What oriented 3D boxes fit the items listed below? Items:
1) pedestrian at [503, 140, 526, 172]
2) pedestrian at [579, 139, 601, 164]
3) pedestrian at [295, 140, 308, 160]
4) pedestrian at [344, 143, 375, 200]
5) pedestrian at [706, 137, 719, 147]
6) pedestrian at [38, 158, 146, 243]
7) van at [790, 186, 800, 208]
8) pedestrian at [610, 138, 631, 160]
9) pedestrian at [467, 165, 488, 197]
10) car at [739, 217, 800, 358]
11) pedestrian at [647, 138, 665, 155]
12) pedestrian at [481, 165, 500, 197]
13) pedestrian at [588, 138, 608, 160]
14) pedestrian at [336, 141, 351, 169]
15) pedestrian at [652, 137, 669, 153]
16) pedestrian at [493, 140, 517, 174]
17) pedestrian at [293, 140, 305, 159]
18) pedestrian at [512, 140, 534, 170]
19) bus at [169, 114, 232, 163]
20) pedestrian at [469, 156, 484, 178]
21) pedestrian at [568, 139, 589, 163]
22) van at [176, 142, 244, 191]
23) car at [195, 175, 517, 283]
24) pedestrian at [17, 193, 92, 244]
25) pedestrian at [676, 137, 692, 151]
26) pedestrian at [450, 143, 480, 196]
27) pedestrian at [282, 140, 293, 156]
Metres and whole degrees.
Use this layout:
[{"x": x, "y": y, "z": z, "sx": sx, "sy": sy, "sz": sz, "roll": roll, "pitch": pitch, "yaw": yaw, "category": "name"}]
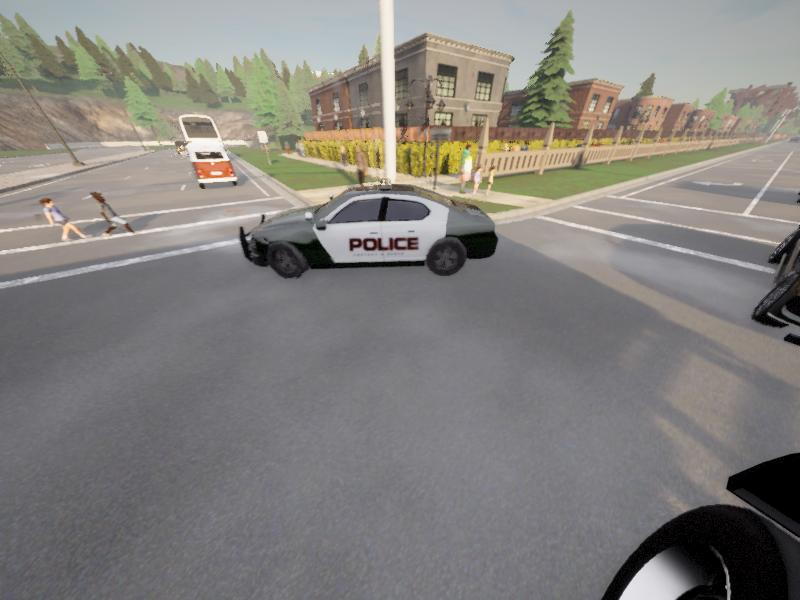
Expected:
[{"x": 8.213, "y": -10.362, "z": 16.609, "sx": 0.751, "sy": 1.860, "sz": 0.751, "roll": -23, "pitch": 41, "yaw": -29, "category": "pedestrian"}, {"x": 17.296, "y": -13.544, "z": 21.044, "sx": 0.751, "sy": 1.860, "sz": 0.751, "roll": -21, "pitch": 40, "yaw": -27, "category": "pedestrian"}, {"x": -11.288, "y": -17.299, "z": 26.603, "sx": 0.751, "sy": 1.860, "sz": 0.751, "roll": -26, "pitch": 42, "yaw": -31, "category": "pedestrian"}, {"x": -1.544, "y": -5.032, "z": 9.079, "sx": 0.751, "sy": 1.860, "sz": 0.751, "roll": -22, "pitch": 41, "yaw": -28, "category": "pedestrian"}, {"x": 67.326, "y": -34.097, "z": 49.778, "sx": 0.751, "sy": 1.860, "sz": 0.751, "roll": -23, "pitch": 41, "yaw": -29, "category": "pedestrian"}, {"x": -7.856, "y": -2.588, "z": 6.055, "sx": 0.751, "sy": 1.860, "sz": 0.751, "roll": -19, "pitch": 39, "yaw": -24, "category": "pedestrian"}, {"x": 17.251, "y": -4.699, "z": 8.699, "sx": 4.442, "sy": 1.987, "sz": 1.775, "roll": -22, "pitch": 41, "yaw": -28, "category": "van"}, {"x": 23.287, "y": -15.960, "z": 24.421, "sx": 0.751, "sy": 1.860, "sz": 0.751, "roll": -22, "pitch": 41, "yaw": -27, "category": "pedestrian"}, {"x": 3.228, "y": -5.003, "z": 9.711, "sx": 0.500, "sy": 1.100, "sz": 0.500, "roll": 25, "pitch": 42, "yaw": 31, "category": "pedestrian"}, {"x": 7.352, "y": -0.513, "z": 3.166, "sx": 5.027, "sy": 1.651, "sz": 2.152, "roll": -22, "pitch": 41, "yaw": -28, "category": "car"}, {"x": 33.453, "y": -20.088, "z": 30.190, "sx": 0.751, "sy": 1.860, "sz": 0.751, "roll": -22, "pitch": 40, "yaw": -27, "category": "pedestrian"}, {"x": 3.761, "y": -4.961, "z": 9.647, "sx": 0.500, "sy": 1.100, "sz": 0.500, "roll": 9, "pitch": 36, "yaw": 13, "category": "pedestrian"}, {"x": 20.552, "y": -15.662, "z": 24.021, "sx": 0.751, "sy": 1.860, "sz": 0.751, "roll": -21, "pitch": 40, "yaw": -27, "category": "pedestrian"}, {"x": -4.546, "y": -11.697, "z": 18.605, "sx": 0.751, "sy": 1.860, "sz": 0.751, "roll": -18, "pitch": 39, "yaw": -24, "category": "pedestrian"}, {"x": 38.536, "y": -22.942, "z": 34.194, "sx": 0.751, "sy": 1.860, "sz": 0.751, "roll": -22, "pitch": 41, "yaw": -28, "category": "pedestrian"}, {"x": 6.974, "y": -9.544, "z": 15.458, "sx": 0.751, "sy": 1.860, "sz": 0.751, "roll": -12, "pitch": 37, "yaw": -16, "category": "pedestrian"}, {"x": -11.971, "y": -17.874, "z": 27.424, "sx": 0.751, "sy": 1.860, "sz": 0.751, "roll": -24, "pitch": 42, "yaw": -30, "category": "pedestrian"}, {"x": 9.114, "y": -10.772, "z": 17.182, "sx": 0.751, "sy": 1.860, "sz": 0.751, "roll": -23, "pitch": 41, "yaw": -29, "category": "pedestrian"}, {"x": -24.595, "y": -20.091, "z": 28.901, "sx": 3.944, "sy": 4.253, "sz": 10.273, "roll": -22, "pitch": 40, "yaw": -27, "category": "bus"}, {"x": 4.678, "y": -8.201, "z": 14.232, "sx": 0.500, "sy": 1.100, "sz": 0.500, "roll": -21, "pitch": 40, "yaw": -26, "category": "pedestrian"}, {"x": 16.660, "y": -13.907, "z": 21.565, "sx": 0.751, "sy": 1.860, "sz": 0.751, "roll": -21, "pitch": 40, "yaw": -27, "category": "pedestrian"}, {"x": -10.979, "y": -7.815, "z": 13.307, "sx": 2.069, "sy": 2.038, "sz": 4.480, "roll": -24, "pitch": 42, "yaw": -32, "category": "van"}, {"x": -0.674, "y": -1.604, "z": 4.854, "sx": 4.974, "sy": 1.542, "sz": 2.038, "roll": -2, "pitch": 34, "yaw": -1, "category": "car"}, {"x": -8.810, "y": -2.098, "z": 5.956, "sx": 0.500, "sy": 1.100, "sz": 0.500, "roll": -22, "pitch": 41, "yaw": -28, "category": "pedestrian"}, {"x": 46.372, "y": -25.451, "z": 37.686, "sx": 0.751, "sy": 1.860, "sz": 0.751, "roll": -22, "pitch": 40, "yaw": -27, "category": "pedestrian"}, {"x": 2.743, "y": -5.527, "z": 9.798, "sx": 0.751, "sy": 1.860, "sz": 0.751, "roll": 19, "pitch": 40, "yaw": 26, "category": "pedestrian"}, {"x": -15.267, "y": -20.610, "z": 31.329, "sx": 0.751, "sy": 1.860, "sz": 0.751, "roll": -20, "pitch": 40, "yaw": -26, "category": "pedestrian"}]
